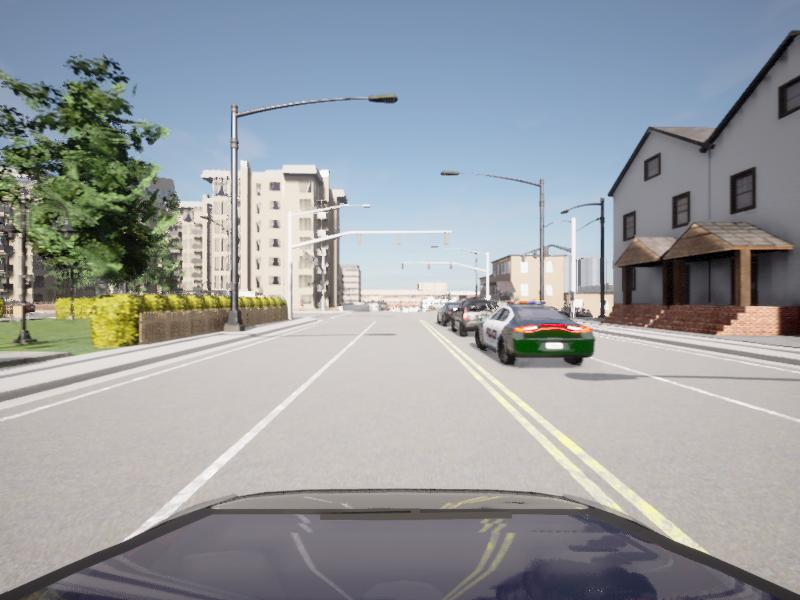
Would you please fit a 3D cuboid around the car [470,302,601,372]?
[{"bbox_3d":[3.475,0.832,11.433,2.038,1.542,4.974,0,0,0],"label":"car"}]

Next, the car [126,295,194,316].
[{"bbox_3d":[-24.189,0.589,40.485,5.566,2.045,2.150,0,0,1],"label":"car"}]

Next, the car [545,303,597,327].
[{"bbox_3d":[18.505,1.616,43.484,4.605,1.855,1.932,9,0,1],"label":"car"}]

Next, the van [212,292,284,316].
[{"bbox_3d":[-15.276,0.397,40.378,6.366,2.431,2.351,0,0,1],"label":"van"}]

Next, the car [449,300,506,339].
[{"bbox_3d":[3.465,0.798,18.605,1.851,1.617,3.988,0,0,0],"label":"car"}]

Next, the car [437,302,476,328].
[{"bbox_3d":[3.454,0.882,25.169,1.812,1.442,4.674,0,0,0],"label":"car"}]

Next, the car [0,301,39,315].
[{"bbox_3d":[-43.555,0.876,44.384,4.792,1.488,2.163,0,0,-12],"label":"car"}]
